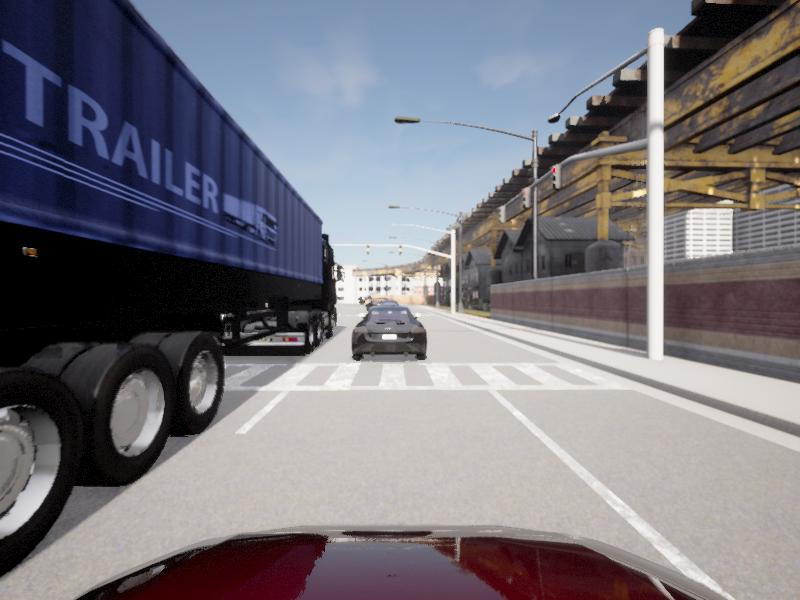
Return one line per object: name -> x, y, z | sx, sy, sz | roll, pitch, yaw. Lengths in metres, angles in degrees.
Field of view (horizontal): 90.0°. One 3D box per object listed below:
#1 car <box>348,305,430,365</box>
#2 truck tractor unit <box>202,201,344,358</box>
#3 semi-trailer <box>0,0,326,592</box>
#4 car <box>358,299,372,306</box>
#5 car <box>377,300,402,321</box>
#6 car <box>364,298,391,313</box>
car -> -0.308, 0.864, 11.825 | 1.994, 1.385, 4.181 | 0, 0, -1
truck tractor unit -> -3.854, -0.573, 13.982 | 3.053, 4.208, 6.516 | 0, 1, -2
semi-trailer -> -3.618, -0.641, 6.075 | 2.717, 4.402, 14.254 | 0, 0, -2
car -> -7.852, 0.488, 89.427 | 1.882, 1.535, 5.008 | 0, 0, -22
car -> -0.804, 0.754, 30.898 | 1.812, 1.442, 4.674 | 0, 0, -1
car -> -2.625, 0.584, 45.949 | 2.242, 1.667, 4.611 | 0, 0, -15
